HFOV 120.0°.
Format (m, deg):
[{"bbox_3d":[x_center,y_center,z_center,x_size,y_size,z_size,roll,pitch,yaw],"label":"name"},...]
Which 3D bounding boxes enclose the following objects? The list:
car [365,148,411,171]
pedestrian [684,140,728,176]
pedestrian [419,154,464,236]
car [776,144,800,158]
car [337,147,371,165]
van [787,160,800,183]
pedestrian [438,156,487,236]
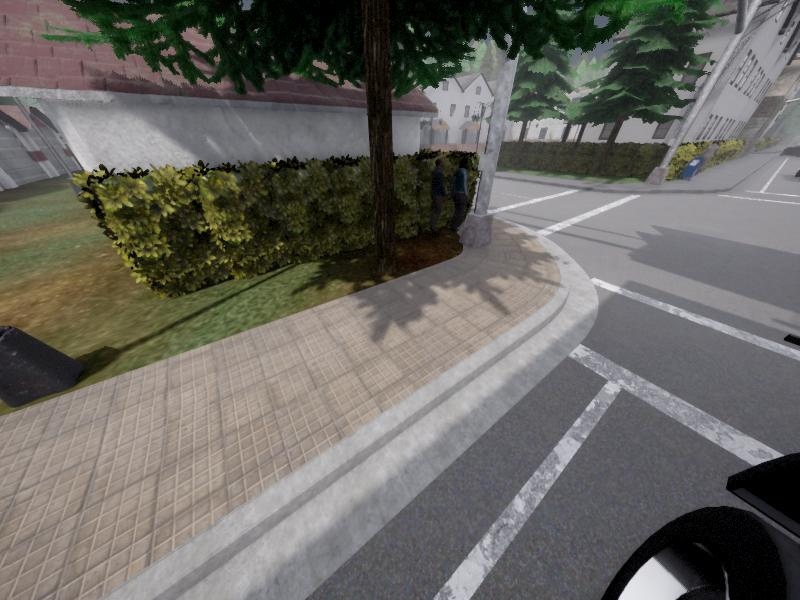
[{"bbox_3d":[-1.237,-13.528,22.128,1.882,1.535,5.008,-22,41,-28],"label":"car"},{"bbox_3d":[19.154,-8.910,14.510,0.751,1.860,0.751,19,40,26],"label":"pedestrian"},{"bbox_3d":[1.048,-2.820,6.248,0.751,1.860,0.751,-12,37,-16],"label":"pedestrian"},{"bbox_3d":[50.629,-18.637,28.848,1.994,1.385,4.181,17,38,22],"label":"car"},{"bbox_3d":[-5.452,-17.005,27.093,1.882,1.535,5.008,-22,41,-28],"label":"car"},{"bbox_3d":[25.439,-8.068,13.421,4.480,2.038,2.069,-25,42,-31],"label":"van"},{"bbox_3d":[1.648,-2.843,6.352,0.751,1.860,0.751,-15,38,-20],"label":"pedestrian"}]
